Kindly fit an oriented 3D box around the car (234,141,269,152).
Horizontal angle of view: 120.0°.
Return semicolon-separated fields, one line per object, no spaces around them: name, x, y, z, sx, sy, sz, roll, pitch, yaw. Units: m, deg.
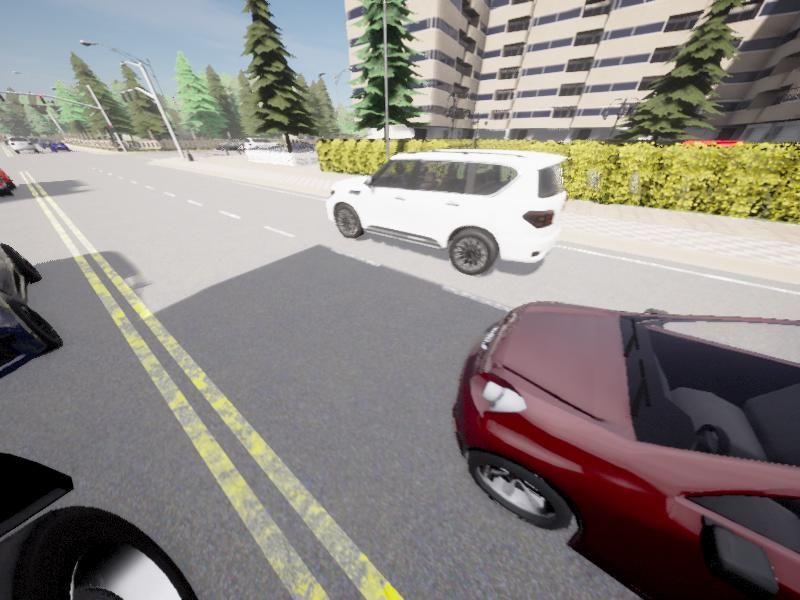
car;-26.339;-27.289;41.085;2.007;1.525;4.514;22;40;27

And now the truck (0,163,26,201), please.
truck;-18.963;-5.598;9.566;5.204;2.467;2.627;22;40;28

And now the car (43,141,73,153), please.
car;-57.057;-25.646;38.559;4.514;1.525;2.007;22;41;28

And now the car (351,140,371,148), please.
car;-10.081;-40.508;59.962;2.242;1.667;4.611;22;41;28

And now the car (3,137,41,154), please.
car;-58.261;-23.909;35.589;5.566;2.045;2.150;22;41;28

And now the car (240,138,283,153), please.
car;-23.393;-26.333;39.306;2.150;2.045;5.566;22;41;28

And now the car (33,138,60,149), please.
car;-70.997;-31.460;46.418;4.553;1.767;2.097;22;41;28

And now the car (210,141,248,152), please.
car;-30.428;-27.409;41.262;2.163;1.488;4.792;22;41;28

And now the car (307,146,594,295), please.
car;0.694;-2.343;5.458;5.566;2.045;2.150;22;41;28

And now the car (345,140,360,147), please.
car;-12.639;-41.943;61.948;1.845;1.501;3.633;22;41;28

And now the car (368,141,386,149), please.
car;-5.480;-37.208;55.395;1.812;1.442;4.674;22;41;28

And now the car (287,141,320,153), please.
car;-17.260;-27.666;41.606;2.033;1.649;4.856;22;41;28

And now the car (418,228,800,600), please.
car;2.169;0.934;1.274;3.633;1.501;1.845;22;41;28

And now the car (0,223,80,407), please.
car;-6.269;-0.094;2.549;4.611;1.667;2.242;22;41;28

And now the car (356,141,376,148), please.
car;-8.337;-38.406;57.022;1.837;1.490;4.892;22;41;28

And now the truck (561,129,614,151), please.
truck;42.446;-36.551;52.680;8.468;3.827;2.891;22;41;28
